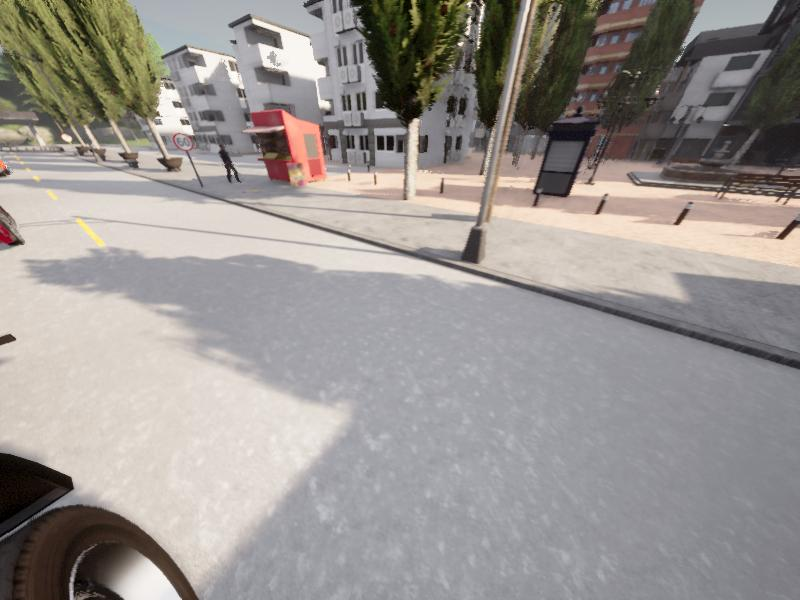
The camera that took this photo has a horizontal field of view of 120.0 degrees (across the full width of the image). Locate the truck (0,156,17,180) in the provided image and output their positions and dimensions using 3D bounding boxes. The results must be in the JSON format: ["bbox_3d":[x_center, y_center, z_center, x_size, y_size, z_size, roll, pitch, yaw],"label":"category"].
[{"bbox_3d":[-26.811,-8.823,14.058,5.204,2.467,2.627,22,41,28],"label":"truck"}]

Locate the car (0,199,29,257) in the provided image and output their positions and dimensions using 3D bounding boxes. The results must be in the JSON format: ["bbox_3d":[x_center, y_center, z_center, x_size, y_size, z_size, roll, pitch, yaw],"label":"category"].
[{"bbox_3d":[-11.090,-1.950,5.391,4.181,1.385,1.994,22,41,28],"label":"car"}]

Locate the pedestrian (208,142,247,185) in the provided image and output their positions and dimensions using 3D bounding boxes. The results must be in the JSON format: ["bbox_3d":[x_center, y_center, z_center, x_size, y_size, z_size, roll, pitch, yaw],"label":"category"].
[{"bbox_3d":[-8.926,-7.079,12.033,0.751,1.860,0.751,14,37,18],"label":"pedestrian"}]

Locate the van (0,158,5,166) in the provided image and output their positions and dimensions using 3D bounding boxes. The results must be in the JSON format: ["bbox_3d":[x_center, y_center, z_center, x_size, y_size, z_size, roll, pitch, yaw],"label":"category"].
[{"bbox_3d":[-37.882,-13.391,20.375,5.915,2.561,1.988,22,41,28],"label":"van"}]
